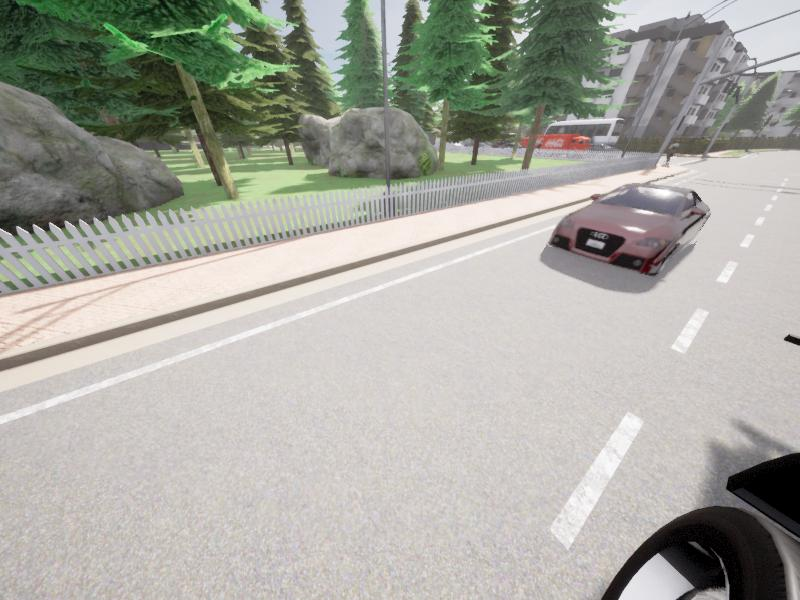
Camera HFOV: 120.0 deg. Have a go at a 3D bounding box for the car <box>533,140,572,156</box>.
[{"bbox_3d":[21.885,-22.032,33.398,1.905,1.878,3.866,-21,40,-26],"label":"car"}]

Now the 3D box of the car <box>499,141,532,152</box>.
[{"bbox_3d":[21.915,-29.293,43.976,1.801,1.575,5.366,-21,40,-26],"label":"car"}]

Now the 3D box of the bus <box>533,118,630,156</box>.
[{"bbox_3d":[27.480,-25.327,35.988,3.944,4.253,10.273,-21,40,-26],"label":"bus"}]

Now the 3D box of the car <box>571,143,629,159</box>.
[{"bbox_3d":[25.193,-18.953,29.334,2.128,1.511,4.902,-21,40,-26],"label":"car"}]

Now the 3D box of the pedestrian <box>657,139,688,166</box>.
[{"bbox_3d":[22.898,-12.433,19.485,0.751,1.860,0.751,13,37,18],"label":"pedestrian"}]

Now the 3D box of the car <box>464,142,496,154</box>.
[{"bbox_3d":[13.348,-25.724,39.044,1.837,1.490,4.892,-21,40,-26],"label":"car"}]

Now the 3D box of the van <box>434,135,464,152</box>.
[{"bbox_3d":[9.179,-29.836,44.004,1.988,2.561,5.915,-21,40,-26],"label":"van"}]

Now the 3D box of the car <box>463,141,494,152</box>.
[{"bbox_3d":[14.442,-28.514,42.886,2.152,1.651,5.027,-21,40,-26],"label":"car"}]

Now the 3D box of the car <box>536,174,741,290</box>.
[{"bbox_3d":[5.519,-1.908,5.397,4.181,1.385,1.994,-22,40,-27],"label":"car"}]

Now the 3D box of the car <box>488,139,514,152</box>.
[{"bbox_3d":[18.613,-28.636,42.796,1.905,1.878,3.866,-21,40,-26],"label":"car"}]

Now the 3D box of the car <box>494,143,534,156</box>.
[{"bbox_3d":[16.916,-22.565,34.535,1.837,1.490,4.892,-21,40,-26],"label":"car"}]

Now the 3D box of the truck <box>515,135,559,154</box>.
[{"bbox_3d":[22.293,-25.612,37.976,2.627,2.467,5.204,-21,40,-26],"label":"truck"}]

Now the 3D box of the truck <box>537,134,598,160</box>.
[{"bbox_3d":[20.917,-19.423,29.199,2.627,2.467,5.204,-21,40,-26],"label":"truck"}]

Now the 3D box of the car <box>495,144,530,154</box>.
[{"bbox_3d":[18.366,-24.907,38.022,1.895,1.301,4.718,-21,40,-26],"label":"car"}]
